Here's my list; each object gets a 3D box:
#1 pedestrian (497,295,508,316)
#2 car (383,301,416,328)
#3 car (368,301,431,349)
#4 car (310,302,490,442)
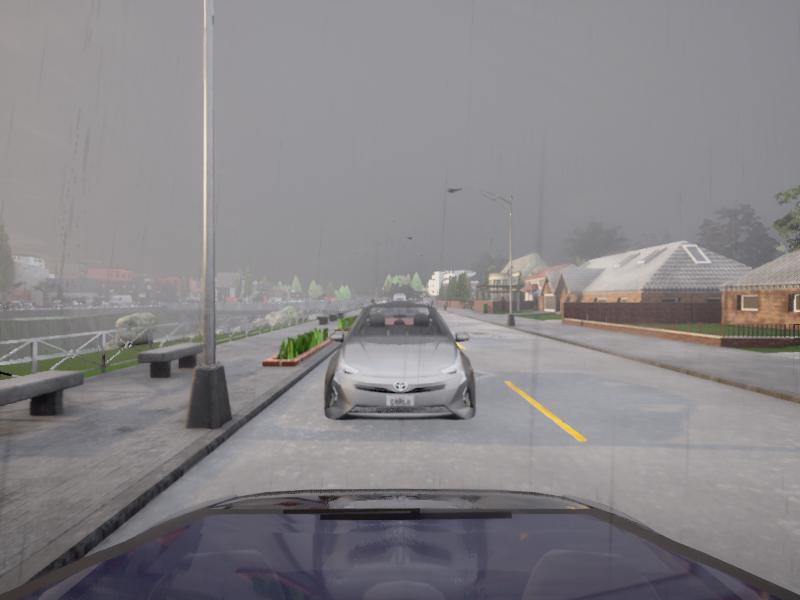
[{"bbox_3d":[9.120,0.495,35.485,0.751,1.860,0.751,0,0,-2],"label":"pedestrian"},{"bbox_3d":[-0.016,0.828,24.285,1.816,1.474,4.193,0,0,0],"label":"car"},{"bbox_3d":[-0.011,0.812,15.017,2.007,1.525,4.514,0,0,0],"label":"car"},{"bbox_3d":[-0.006,0.820,6.726,2.007,1.525,4.514,0,0,0],"label":"car"}]
